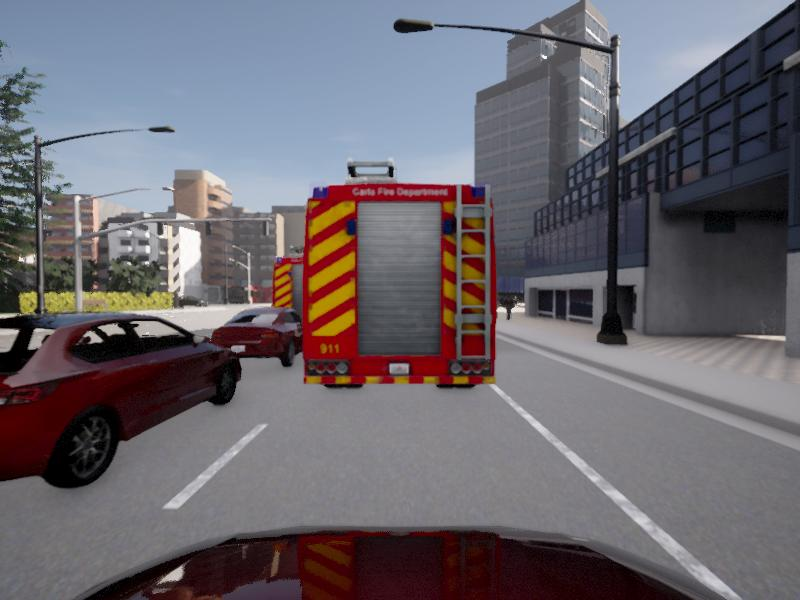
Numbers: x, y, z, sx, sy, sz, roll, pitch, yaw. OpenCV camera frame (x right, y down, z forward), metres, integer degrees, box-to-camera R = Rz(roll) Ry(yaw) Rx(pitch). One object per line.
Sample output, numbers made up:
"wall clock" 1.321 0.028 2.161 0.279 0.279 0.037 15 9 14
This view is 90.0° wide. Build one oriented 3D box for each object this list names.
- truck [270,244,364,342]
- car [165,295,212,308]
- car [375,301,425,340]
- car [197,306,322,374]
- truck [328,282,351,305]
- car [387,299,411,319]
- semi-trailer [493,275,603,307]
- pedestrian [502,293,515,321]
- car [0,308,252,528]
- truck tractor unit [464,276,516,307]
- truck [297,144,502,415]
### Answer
"truck" -3.614 -0.293 19.821 2.891 3.827 8.468 0 0 0
"car" -27.824 0.208 52.659 5.027 1.651 2.152 0 1 1
"car" -0.014 0.858 18.835 2.038 1.542 4.974 0 0 0
"car" -3.542 0.915 11.124 1.812 1.442 4.674 0 0 0
"truck" -10.548 -1.185 70.405 2.891 3.827 8.468 0 1 0
"car" -0.058 0.701 32.830 1.816 1.474 4.193 0 1 0
"semi-trailer" 20.432 -1.265 55.779 14.254 4.402 2.717 0 1 0
"pedestrian" 7.208 0.461 26.527 0.751 1.860 0.751 0 1 9
"car" -3.505 0.871 4.900 1.816 1.474 4.193 0 0 0
"truck tractor unit" 12.516 -1.172 55.828 6.516 4.208 3.053 0 2 0
"truck" -0.001 -0.280 9.889 2.891 3.827 8.468 0 0 0
